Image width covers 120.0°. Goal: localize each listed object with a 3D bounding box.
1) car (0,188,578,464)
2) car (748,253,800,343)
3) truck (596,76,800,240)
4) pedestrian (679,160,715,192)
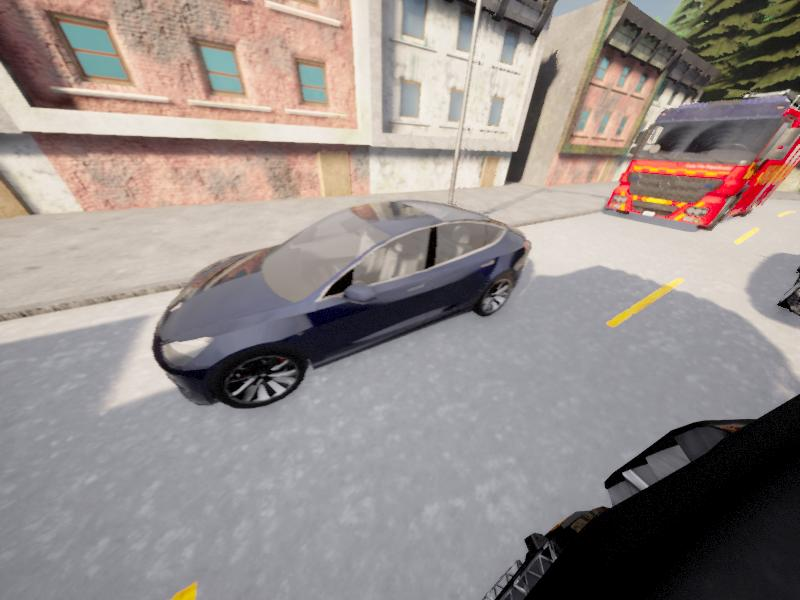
[{"bbox_3d":[-0.286,-0.471,3.205,4.792,1.488,2.163,-16,38,-26],"label":"car"},{"bbox_3d":[8.321,-0.386,3.690,5.357,1.411,2.033,-17,38,-26],"label":"car"},{"bbox_3d":[12.431,-5.276,9.051,8.468,3.827,2.891,-16,38,-25],"label":"truck"},{"bbox_3d":[20.745,-8.682,16.185,0.751,1.860,0.751,-26,43,-36],"label":"pedestrian"}]
